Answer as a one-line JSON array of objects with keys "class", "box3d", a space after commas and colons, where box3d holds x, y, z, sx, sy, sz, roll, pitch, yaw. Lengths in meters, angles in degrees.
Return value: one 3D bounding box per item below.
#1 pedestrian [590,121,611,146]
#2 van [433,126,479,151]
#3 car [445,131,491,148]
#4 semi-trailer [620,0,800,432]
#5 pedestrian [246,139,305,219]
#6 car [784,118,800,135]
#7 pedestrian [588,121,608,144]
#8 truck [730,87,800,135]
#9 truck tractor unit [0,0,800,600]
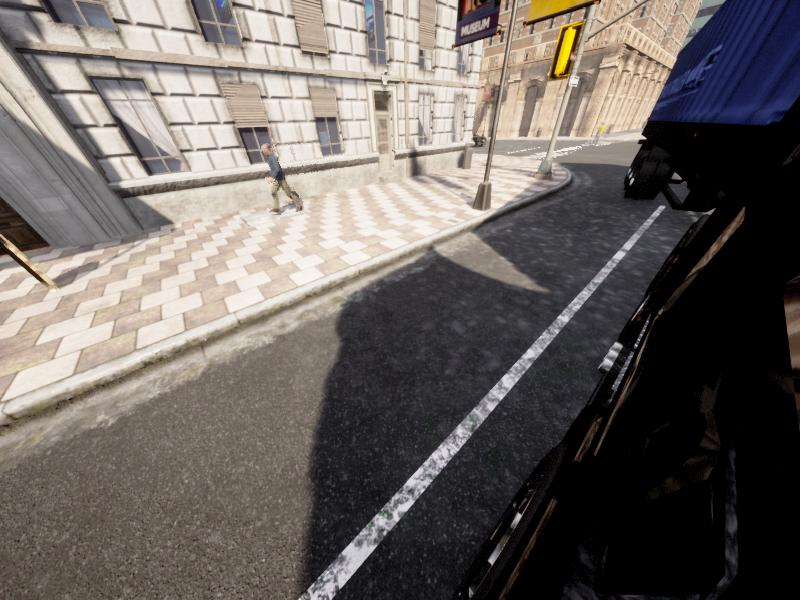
[{"class": "pedestrian", "box3d": [19.191, -15.945, 22.142, 0.751, 1.860, 0.751, -32, 46, -33]}, {"class": "van", "box3d": [5.823, -17.274, 24.695, 1.775, 1.987, 4.442, -29, 44, -30]}, {"class": "car", "box3d": [7.866, -18.935, 27.196, 1.837, 1.490, 4.892, -29, 44, -30]}, {"class": "semi-trailer", "box3d": [7.689, -4.148, 5.012, 2.717, 4.402, 14.254, 23, 44, 30]}, {"class": "pedestrian", "box3d": [-3.477, -3.422, 6.585, 0.751, 1.860, 0.751, -29, 44, -31]}, {"class": "car", "box3d": [43.618, -18.669, 24.756, 4.718, 1.301, 1.895, -29, 44, -30]}, {"class": "pedestrian", "box3d": [20.426, -17.278, 23.845, 0.751, 1.860, 0.751, -25, 42, -27]}, {"class": "truck", "box3d": [41.742, -21.452, 26.480, 8.468, 3.827, 2.891, -29, 44, -30]}, {"class": "truck tractor unit", "box3d": [2.645, -0.295, 0.351, 6.516, 4.208, 3.053, -28, 44, -30]}]
